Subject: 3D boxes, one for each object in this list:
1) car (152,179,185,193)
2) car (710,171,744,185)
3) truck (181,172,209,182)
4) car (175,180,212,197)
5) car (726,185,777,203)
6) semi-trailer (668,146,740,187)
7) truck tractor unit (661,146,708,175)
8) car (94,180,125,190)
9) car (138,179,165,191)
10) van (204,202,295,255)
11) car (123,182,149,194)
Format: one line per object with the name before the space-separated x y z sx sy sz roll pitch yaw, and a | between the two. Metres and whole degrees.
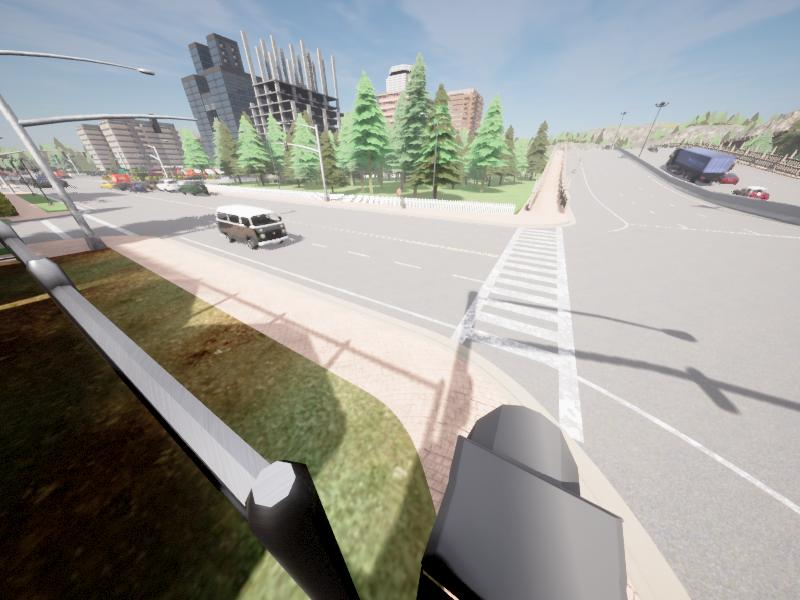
car | -41.484 -20.490 41.456 5.566 2.045 2.150 17 34 27
car | 54.255 -20.355 38.417 1.994 1.385 4.181 18 42 28
truck | -62.560 -37.542 70.571 2.627 2.467 5.204 16 33 26
car | -33.029 -17.896 36.963 5.566 2.045 2.150 17 34 27
car | 43.579 -13.271 28.788 1.970 1.475 3.806 16 37 26
semi-trailer | 52.717 -23.927 40.870 2.717 4.402 14.254 16 41 26
truck tractor unit | 56.661 -28.105 46.312 3.053 4.208 6.516 16 41 26
car | -60.024 -23.814 47.710 5.366 1.575 1.801 12 32 19
car | -48.842 -22.676 45.407 4.605 1.855 1.932 17 34 27
van | -8.629 -4.253 13.329 4.480 2.038 2.069 17 34 27
car | -46.527 -19.780 40.697 3.705 1.549 1.789 17 34 27
